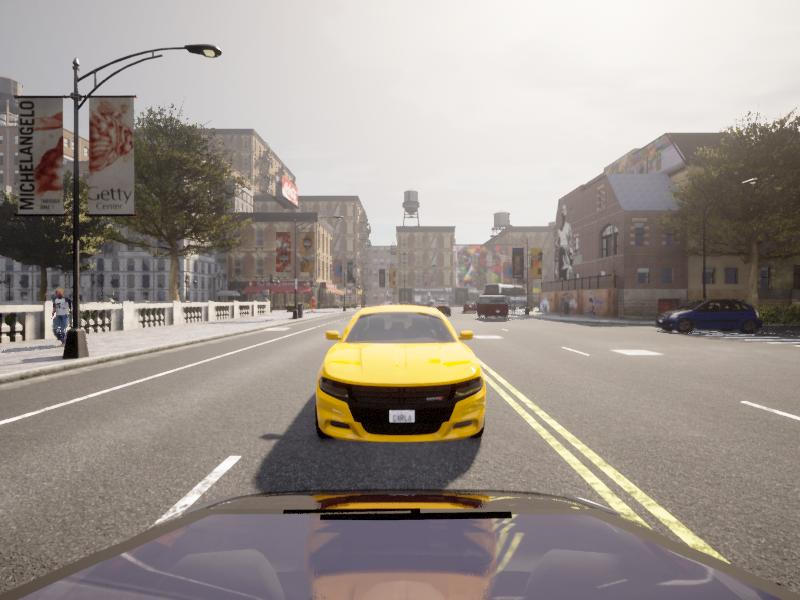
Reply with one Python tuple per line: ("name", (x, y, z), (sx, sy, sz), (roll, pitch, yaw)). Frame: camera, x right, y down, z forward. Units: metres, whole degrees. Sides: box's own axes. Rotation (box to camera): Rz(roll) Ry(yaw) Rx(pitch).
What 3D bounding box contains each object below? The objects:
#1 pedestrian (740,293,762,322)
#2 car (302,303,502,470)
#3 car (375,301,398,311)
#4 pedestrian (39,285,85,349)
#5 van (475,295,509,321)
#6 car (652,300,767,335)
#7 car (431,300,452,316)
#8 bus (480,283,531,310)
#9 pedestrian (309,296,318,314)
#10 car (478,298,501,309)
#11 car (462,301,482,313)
("pedestrian", (23.110, 0.485, 26.349), (0.751, 1.860, 0.751), (0, 0, 2))
("car", (-0.014, 0.823, 6.265), (1.882, 1.535, 5.008), (0, 0, -1))
("car", (-1.999, 0.864, 61.206), (2.002, 1.452, 4.674), (0, 0, 20))
("pedestrian", (-10.111, 0.485, 11.987), (0.751, 1.860, 0.751), (0, 0, 0))
("van", (7.622, 0.600, 33.423), (1.775, 1.987, 4.442), (0, 0, -1))
("car", (14.813, 0.788, 19.380), (3.988, 1.617, 1.851), (0, 0, 9))
("car", (4.342, 0.823, 42.897), (2.038, 1.542, 4.974), (0, 0, 3))
("bus", (18.365, -0.538, 69.189), (3.944, 4.253, 10.273), (0, 0, 44))
("pedestrian", (-9.071, 0.485, 41.968), (0.751, 1.860, 0.751), (0, 0, 9))
("car", (16.007, 0.654, 71.601), (1.932, 1.855, 4.605), (0, 0, 44))
("car", (9.529, 0.851, 52.524), (2.163, 1.488, 4.792), (0, 0, 15))
